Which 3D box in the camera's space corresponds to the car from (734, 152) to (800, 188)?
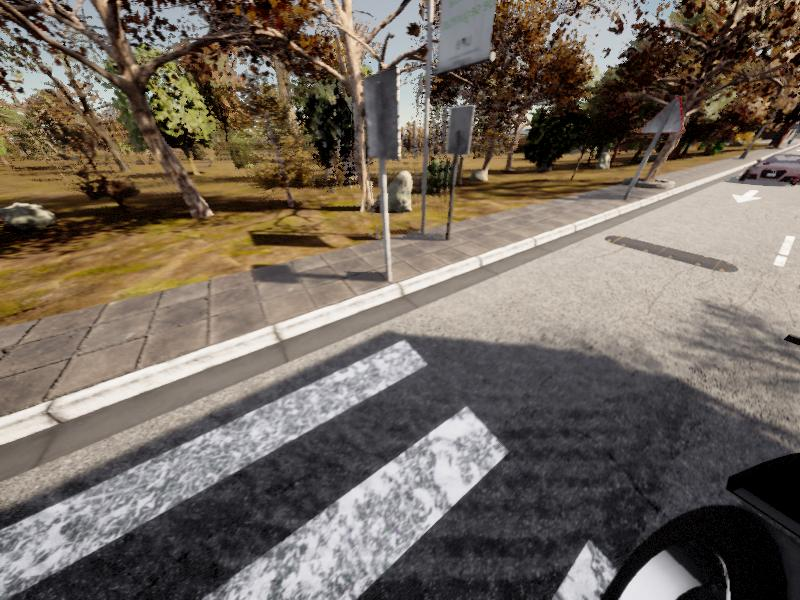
[{"bbox_3d":[21.575,-7.487,13.164,4.181,1.385,1.994,-21,40,-26],"label":"car"}]
